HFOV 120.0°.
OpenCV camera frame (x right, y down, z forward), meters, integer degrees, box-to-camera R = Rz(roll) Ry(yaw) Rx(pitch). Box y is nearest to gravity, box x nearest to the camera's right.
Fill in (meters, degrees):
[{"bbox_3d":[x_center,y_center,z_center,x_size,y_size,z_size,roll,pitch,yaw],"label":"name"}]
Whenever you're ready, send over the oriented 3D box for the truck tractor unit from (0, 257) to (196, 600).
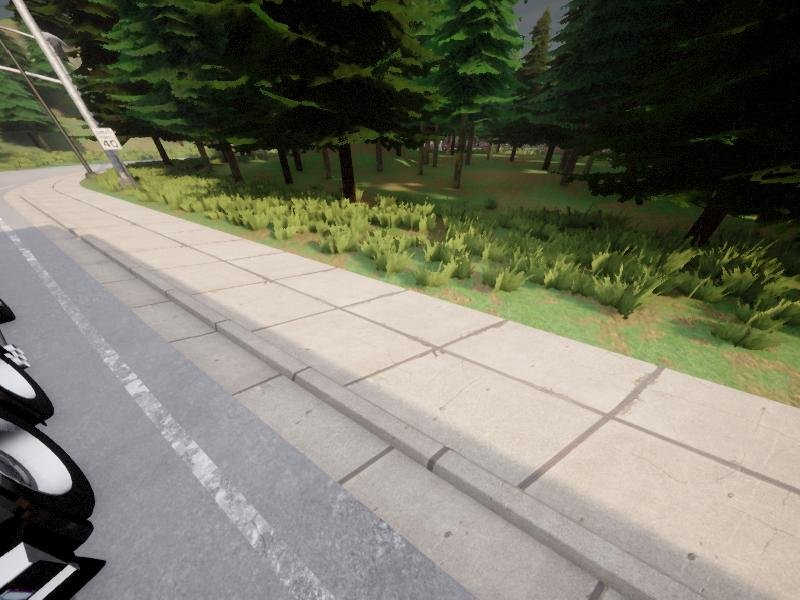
[{"bbox_3d":[-5.099,-0.312,0.797,6.516,4.208,3.053,19,39,25],"label":"truck tractor unit"}]
